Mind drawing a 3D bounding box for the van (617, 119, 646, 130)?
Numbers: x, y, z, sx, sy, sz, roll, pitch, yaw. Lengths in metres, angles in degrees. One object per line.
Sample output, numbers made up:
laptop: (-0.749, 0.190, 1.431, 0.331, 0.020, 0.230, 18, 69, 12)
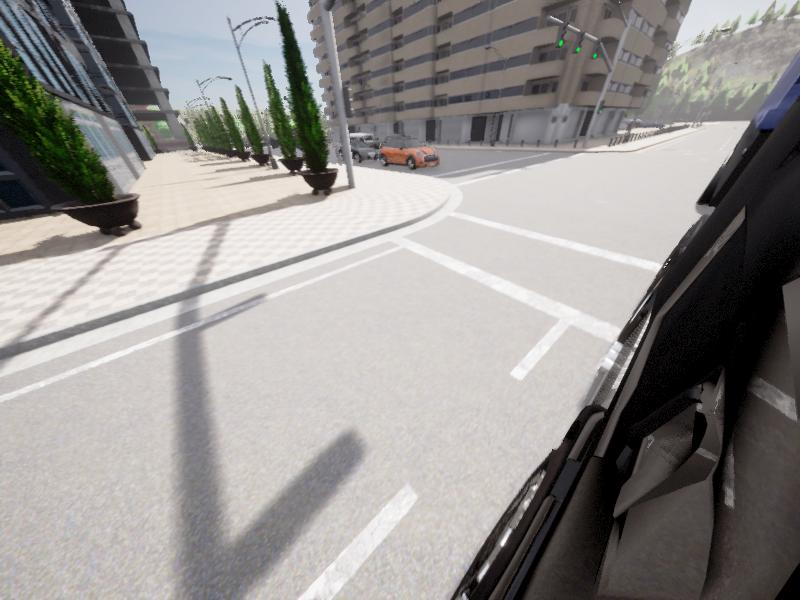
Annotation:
van: (60.253, -45.838, 60.238, 2.069, 2.038, 4.480, -28, 43, -30)

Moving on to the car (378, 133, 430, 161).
car: (0.259, -13.602, 20.481, 1.932, 1.855, 4.605, -28, 43, -30)

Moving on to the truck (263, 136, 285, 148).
truck: (-29.718, -37.324, 54.496, 2.390, 2.098, 6.274, -29, 44, -31)

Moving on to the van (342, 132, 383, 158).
van: (-4.074, -16.629, 24.742, 2.069, 2.038, 4.480, -28, 43, -30)

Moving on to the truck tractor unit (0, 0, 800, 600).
truck tractor unit: (2.645, -0.295, 0.351, 6.516, 4.208, 3.053, -28, 44, -30)

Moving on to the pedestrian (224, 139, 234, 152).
pedestrian: (-30.624, -27.650, 41.323, 0.751, 1.860, 0.751, -24, 41, -26)

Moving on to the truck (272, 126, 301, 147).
truck: (-27.624, -39.804, 56.267, 2.891, 3.827, 8.468, -29, 44, -31)

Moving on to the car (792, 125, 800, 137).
car: (42.948, -17.749, 23.807, 4.181, 1.385, 1.994, -28, 43, -30)

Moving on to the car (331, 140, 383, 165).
car: (-3.857, -13.023, 20.277, 2.128, 1.511, 4.902, -28, 43, -30)

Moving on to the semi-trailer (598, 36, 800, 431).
semi-trailer: (8.687, -3.611, 4.240, 14.254, 4.402, 2.717, -28, 43, -30)

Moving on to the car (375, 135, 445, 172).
car: (0.558, -10.098, 15.773, 2.097, 1.767, 4.553, -27, 43, -29)
